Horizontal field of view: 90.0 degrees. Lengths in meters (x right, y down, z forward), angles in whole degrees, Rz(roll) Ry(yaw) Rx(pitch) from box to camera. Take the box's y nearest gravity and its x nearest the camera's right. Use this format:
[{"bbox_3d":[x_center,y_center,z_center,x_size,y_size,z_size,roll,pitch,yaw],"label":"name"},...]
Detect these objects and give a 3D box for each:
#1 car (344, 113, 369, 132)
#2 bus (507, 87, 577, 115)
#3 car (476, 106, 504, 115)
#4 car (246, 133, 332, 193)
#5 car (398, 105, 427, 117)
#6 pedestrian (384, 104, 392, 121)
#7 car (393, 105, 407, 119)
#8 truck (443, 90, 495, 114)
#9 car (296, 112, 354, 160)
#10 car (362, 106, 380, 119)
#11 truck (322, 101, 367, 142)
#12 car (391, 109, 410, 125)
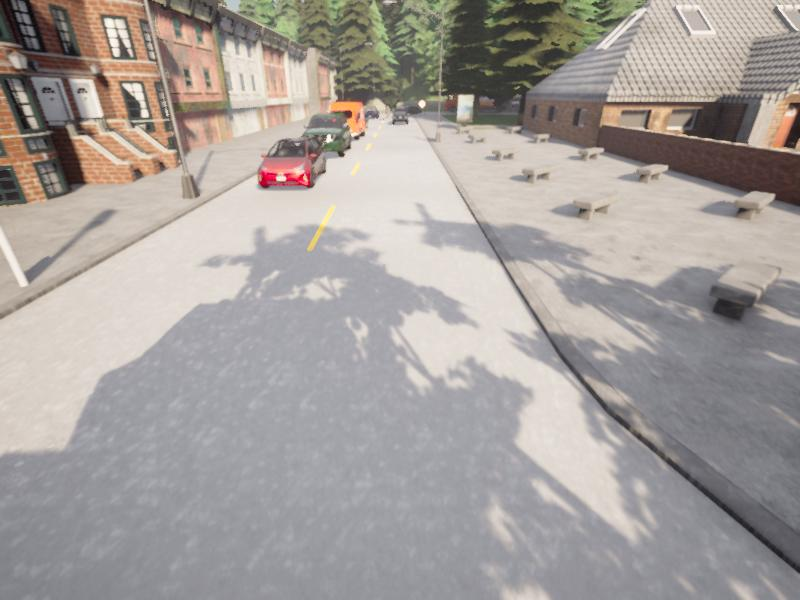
[{"bbox_3d":[-3.984,-16.599,37.363,1.895,1.301,4.718,0,27,0],"label":"car"},{"bbox_3d":[24.745,-35.014,70.285,10.273,4.253,3.944,0,27,0],"label":"bus"},{"bbox_3d":[15.216,-31.939,67.461,4.181,1.385,1.994,0,27,0],"label":"car"},{"bbox_3d":[-4.014,-5.383,15.368,2.007,1.525,4.514,0,27,0],"label":"car"},{"bbox_3d":[2.068,-30.849,65.235,4.892,1.490,1.837,-22,35,-37],"label":"car"},{"bbox_3d":[-1.522,-23.395,49.866,0.751,1.860,0.751,-13,30,-24],"label":"pedestrian"},{"bbox_3d":[0.041,-26.590,56.514,1.837,1.490,4.892,0,28,0],"label":"car"},{"bbox_3d":[12.039,-34.853,70.449,8.468,3.827,2.891,0,27,0],"label":"truck"},{"bbox_3d":[-4.026,-9.372,22.534,2.150,2.045,5.566,0,27,0],"label":"car"},{"bbox_3d":[-3.957,-25.877,55.147,2.163,1.488,4.792,0,27,0],"label":"car"},{"bbox_3d":[-4.006,-13.466,30.007,2.627,2.467,5.204,0,27,0],"label":"truck"},{"bbox_3d":[0.026,-20.637,45.080,2.033,1.411,5.357,0,27,0],"label":"car"}]
